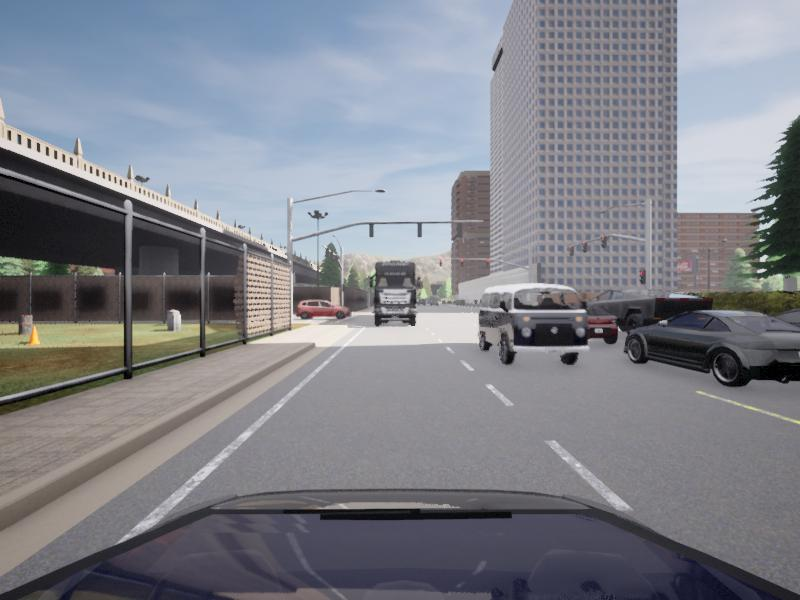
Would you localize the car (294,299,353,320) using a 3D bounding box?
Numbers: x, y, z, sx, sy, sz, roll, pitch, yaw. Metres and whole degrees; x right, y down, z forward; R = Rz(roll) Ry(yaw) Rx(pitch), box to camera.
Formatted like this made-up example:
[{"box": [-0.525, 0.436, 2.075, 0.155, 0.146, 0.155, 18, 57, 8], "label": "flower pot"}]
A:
[{"box": [-6.445, 0.802, 34.020, 4.611, 1.667, 2.242, 0, 0, -1], "label": "car"}]

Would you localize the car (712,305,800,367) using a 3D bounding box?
[{"box": [10.376, 0.870, 9.786, 1.812, 1.442, 4.674, 0, 0, -1], "label": "car"}]

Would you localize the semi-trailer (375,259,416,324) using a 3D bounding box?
[{"box": [-0.396, -0.592, 34.036, 2.717, 4.402, 14.254, 0, 0, -1], "label": "semi-trailer"}]

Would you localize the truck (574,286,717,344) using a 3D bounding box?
[{"box": [10.287, 0.542, 17.646, 2.390, 2.098, 6.274, 0, 0, -1], "label": "truck"}]

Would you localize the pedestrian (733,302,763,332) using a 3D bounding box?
[{"box": [15.897, 0.765, 18.287, 0.751, 1.300, 0.751, 0, 0, -1], "label": "pedestrian"}]

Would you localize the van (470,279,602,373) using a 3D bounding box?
[{"box": [3.365, 0.572, 10.981, 2.069, 2.038, 4.480, 0, 0, -1], "label": "van"}]

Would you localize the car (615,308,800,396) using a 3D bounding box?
[{"box": [6.896, 0.907, 8.810, 1.994, 1.385, 4.181, 0, 0, -2], "label": "car"}]

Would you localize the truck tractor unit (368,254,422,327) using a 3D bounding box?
[{"box": [-0.306, -0.507, 26.131, 3.053, 4.208, 6.516, 0, -1, -1], "label": "truck tractor unit"}]

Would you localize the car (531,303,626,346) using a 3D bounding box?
[{"box": [6.807, 0.854, 15.810, 1.816, 1.474, 4.193, 0, 0, -1], "label": "car"}]
